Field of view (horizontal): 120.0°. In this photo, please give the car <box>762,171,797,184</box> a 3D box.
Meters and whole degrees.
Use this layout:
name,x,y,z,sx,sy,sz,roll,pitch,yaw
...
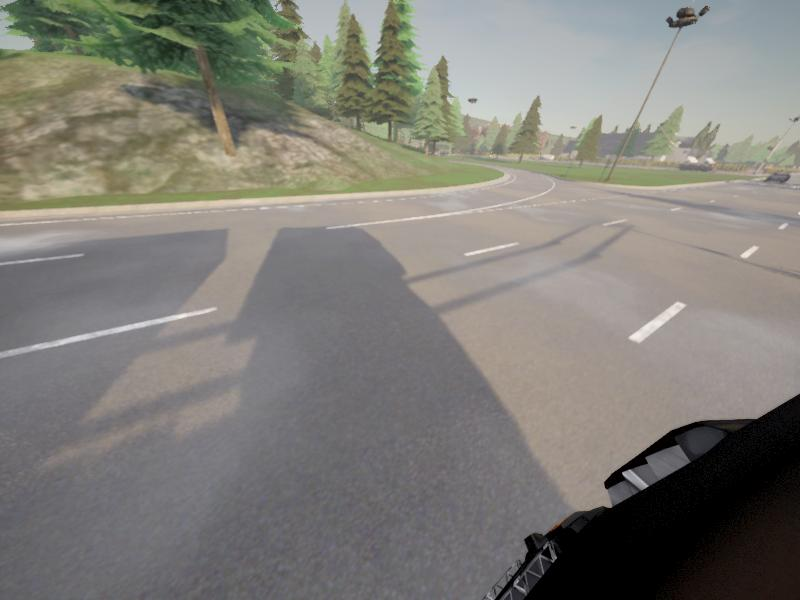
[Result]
name,x,y,z,sx,sy,sz,roll,pitch,yaw
car,60.613,-19.634,36.896,4.902,1.511,2.128,-16,38,-26

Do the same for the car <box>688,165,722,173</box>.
name,x,y,z,sx,sy,sz,roll,pitch,yaw
car,83.089,-35.792,62.980,2.152,1.651,5.027,-16,38,-26

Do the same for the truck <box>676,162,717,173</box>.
name,x,y,z,sx,sy,sz,roll,pitch,yaw
truck,79.485,-35.691,62.128,2.390,2.098,6.274,-16,38,-26
